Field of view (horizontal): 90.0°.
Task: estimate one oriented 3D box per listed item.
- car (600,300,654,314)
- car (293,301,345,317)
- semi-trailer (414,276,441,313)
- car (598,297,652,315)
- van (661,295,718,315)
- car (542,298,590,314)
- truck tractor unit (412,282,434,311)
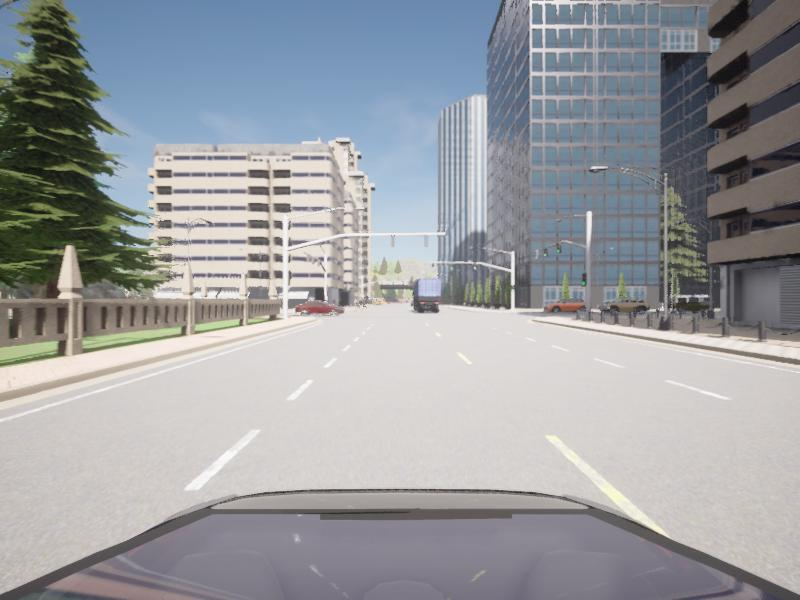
[{"bbox_3d":[25.767,0.764,45.455,4.902,1.511,2.128,0,0,0],"label":"car"},{"bbox_3d":[-7.758,0.818,38.666,4.674,1.442,1.812,1,0,1],"label":"car"},{"bbox_3d":[3.489,-0.655,54.093,2.717,4.402,14.254,0,0,0],"label":"semi-trailer"},{"bbox_3d":[23.504,0.581,41.967,4.605,1.855,1.932,0,0,0],"label":"car"},{"bbox_3d":[30.293,0.500,41.929,4.480,2.038,2.069,0,0,0],"label":"van"},{"bbox_3d":[18.816,0.622,45.508,4.553,1.767,2.097,0,0,1],"label":"car"},{"bbox_3d":[3.484,-0.545,62.008,3.053,4.208,6.516,0,0,0],"label":"truck tractor unit"}]
